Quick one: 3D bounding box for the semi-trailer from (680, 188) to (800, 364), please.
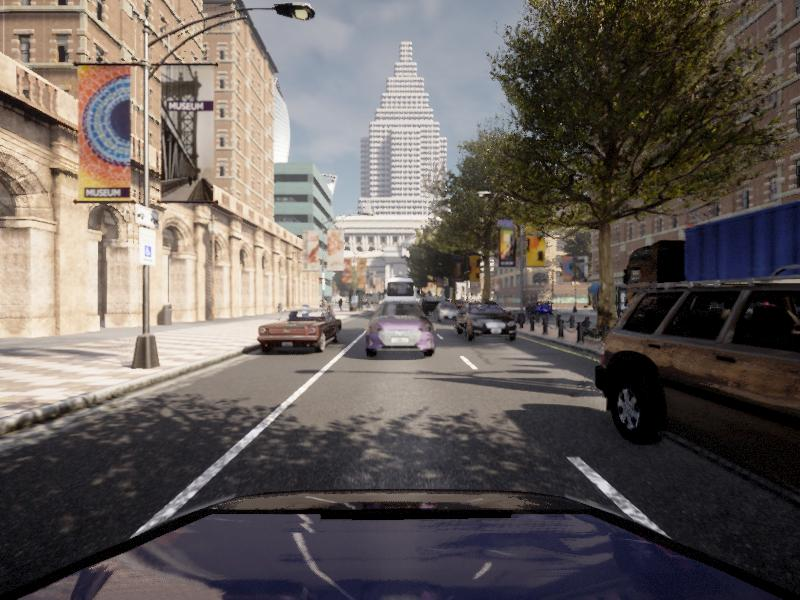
[{"bbox_3d":[11.279,-0.607,7.259,2.717,4.402,14.254,0,0,1],"label":"semi-trailer"}]

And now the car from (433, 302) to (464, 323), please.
[{"bbox_3d":[3.503,0.869,29.551,1.845,1.501,3.633,0,0,0],"label":"car"}]

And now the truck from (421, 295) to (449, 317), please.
[{"bbox_3d":[3.506,0.601,41.680,2.390,2.098,6.274,0,0,0],"label":"truck"}]

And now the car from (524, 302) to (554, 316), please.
[{"bbox_3d":[15.004,0.917,43.496,1.816,1.474,4.193,0,0,0],"label":"car"}]

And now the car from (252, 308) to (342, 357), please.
[{"bbox_3d":[-3.248,0.959,13.679,1.895,1.301,4.718,0,0,0],"label":"car"}]

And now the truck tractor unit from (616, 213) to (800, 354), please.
[{"bbox_3d":[11.456,-0.501,15.172,3.053,4.208,6.516,0,0,1],"label":"truck tractor unit"}]

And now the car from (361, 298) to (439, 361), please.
[{"bbox_3d":[-0.001,0.799,12.830,2.033,1.649,4.856,0,-1,0],"label":"car"}]

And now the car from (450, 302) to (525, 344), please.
[{"bbox_3d":[3.502,0.862,17.029,2.128,1.511,4.902,0,0,0],"label":"car"}]

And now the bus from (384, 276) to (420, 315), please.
[{"bbox_3d":[0.148,-0.464,48.965,3.944,4.253,10.273,0,0,0],"label":"bus"}]

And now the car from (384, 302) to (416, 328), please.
[{"bbox_3d":[0.004,0.881,25.699,1.837,1.490,4.892,0,0,0],"label":"car"}]

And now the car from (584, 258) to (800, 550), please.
[{"bbox_3d":[3.499,0.658,3.199,1.932,1.855,4.605,0,0,0],"label":"car"}]
